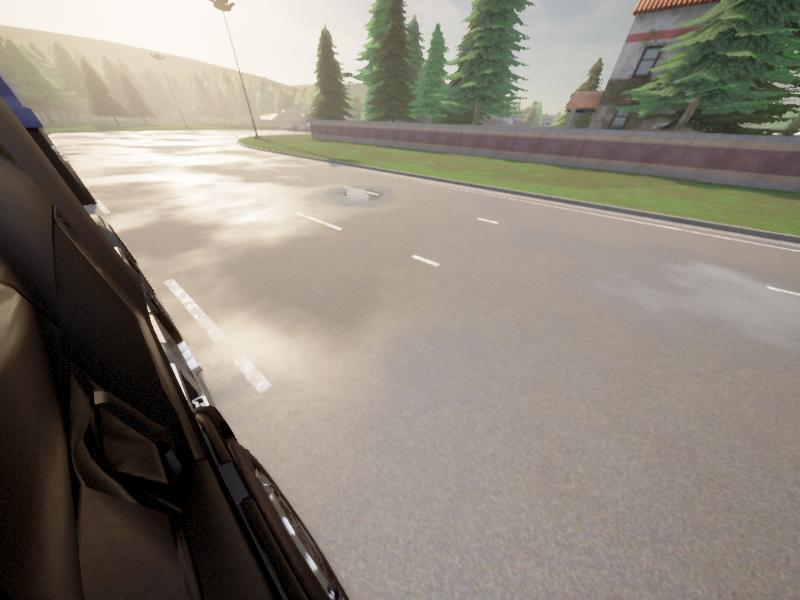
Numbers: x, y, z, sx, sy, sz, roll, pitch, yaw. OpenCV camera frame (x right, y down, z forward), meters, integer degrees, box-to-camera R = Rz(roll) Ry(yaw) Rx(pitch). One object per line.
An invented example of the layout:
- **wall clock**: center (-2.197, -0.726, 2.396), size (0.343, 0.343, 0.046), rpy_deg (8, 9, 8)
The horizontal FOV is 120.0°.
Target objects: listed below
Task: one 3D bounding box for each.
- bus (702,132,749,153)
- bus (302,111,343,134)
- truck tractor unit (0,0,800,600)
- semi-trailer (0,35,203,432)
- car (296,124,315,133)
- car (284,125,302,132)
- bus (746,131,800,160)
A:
- **bus**: center (87.100, -42.397, 62.165), size (3.944, 4.253, 10.273), rpy_deg (26, 43, 28)
- **bus**: center (-18.936, -44.018, 57.560), size (3.944, 4.253, 10.273), rpy_deg (15, 39, 16)
- **truck tractor unit**: center (-2.645, -0.295, 0.352), size (6.516, 4.208, 3.053), rpy_deg (28, 44, 30)
- **semi-trailer**: center (-8.764, -3.563, 4.157), size (14.254, 4.402, 2.717), rpy_deg (27, 43, 29)
- **car**: center (-25.022, -45.534, 61.373), size (2.033, 1.649, 4.856), rpy_deg (15, 39, 16)
- **car**: center (-28.508, -46.028, 61.943), size (1.816, 1.474, 4.193), rpy_deg (15, 39, 16)
- **bus**: center (77.035, -31.328, 46.778), size (3.944, 4.253, 10.273), rpy_deg (26, 42, 28)
